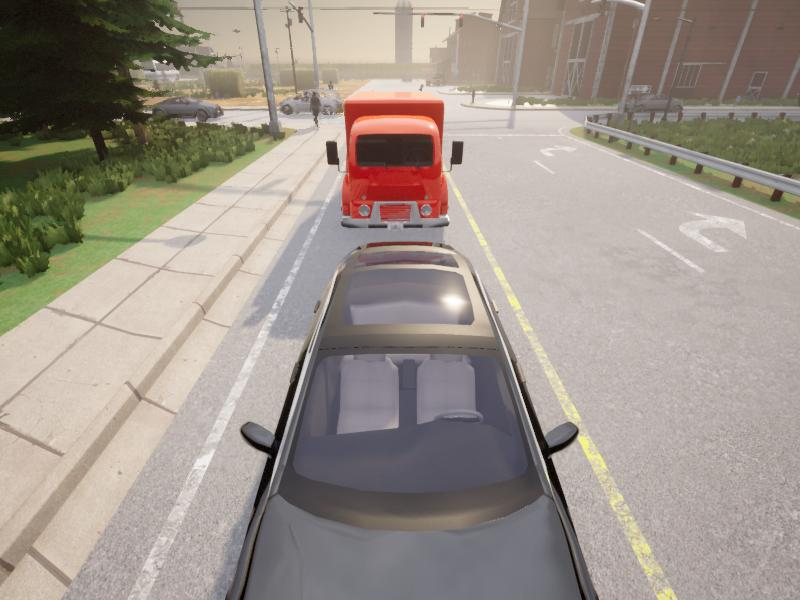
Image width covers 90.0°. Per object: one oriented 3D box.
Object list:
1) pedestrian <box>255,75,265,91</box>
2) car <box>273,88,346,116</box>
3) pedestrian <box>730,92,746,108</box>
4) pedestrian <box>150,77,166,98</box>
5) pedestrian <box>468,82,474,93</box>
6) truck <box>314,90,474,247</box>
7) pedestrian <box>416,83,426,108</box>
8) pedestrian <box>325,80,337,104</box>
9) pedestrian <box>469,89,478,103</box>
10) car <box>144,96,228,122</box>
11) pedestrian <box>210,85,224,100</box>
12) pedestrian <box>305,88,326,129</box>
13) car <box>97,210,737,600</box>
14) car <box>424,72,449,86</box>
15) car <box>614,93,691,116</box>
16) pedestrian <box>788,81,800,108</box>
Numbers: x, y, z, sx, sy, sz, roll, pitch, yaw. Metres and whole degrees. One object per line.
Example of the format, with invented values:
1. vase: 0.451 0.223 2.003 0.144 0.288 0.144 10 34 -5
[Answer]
1. pedestrian: -19.114 -29.668 54.639 0.751 1.860 0.751 -1 30 -2
2. car: -6.484 -14.454 29.172 4.611 1.667 2.242 3 30 5
3. pedestrian: 27.198 -16.072 32.183 0.500 1.100 0.500 3 30 4
4. pedestrian: -25.343 -22.229 41.893 0.751 1.860 0.751 14 33 22
5. pedestrian: 8.626 -25.824 48.662 0.500 1.100 0.500 10 32 16
6. truck: -0.135 -3.420 9.425 2.627 2.467 5.204 -1 30 -1
7. pedestrian: 1.761 -16.988 33.235 0.751 1.860 0.751 -1 30 -1
8. pedestrian: -6.055 -18.402 35.356 0.751 1.860 0.751 -10 32 -17
9. pedestrian: 6.632 -18.381 36.075 0.500 1.100 0.500 -19 35 -29
10. car: -13.949 -12.595 26.289 4.181 1.385 1.994 0 30 0
11. pedestrian: -17.936 -20.370 39.271 0.751 1.300 0.751 -26 39 -37
12. pedestrian: -4.486 -10.226 21.358 0.751 1.860 0.751 -12 32 -20
13. car: 0.059 0.761 3.240 2.128 1.511 4.902 0 30 0
14. car: 6.305 -37.969 68.884 1.905 1.878 3.866 -31 40 -33
15. car: 18.379 -14.347 29.307 4.181 1.385 1.994 0 30 0
16. pedestrian: 32.604 -16.649 32.421 0.751 1.860 0.751 0 30 0
